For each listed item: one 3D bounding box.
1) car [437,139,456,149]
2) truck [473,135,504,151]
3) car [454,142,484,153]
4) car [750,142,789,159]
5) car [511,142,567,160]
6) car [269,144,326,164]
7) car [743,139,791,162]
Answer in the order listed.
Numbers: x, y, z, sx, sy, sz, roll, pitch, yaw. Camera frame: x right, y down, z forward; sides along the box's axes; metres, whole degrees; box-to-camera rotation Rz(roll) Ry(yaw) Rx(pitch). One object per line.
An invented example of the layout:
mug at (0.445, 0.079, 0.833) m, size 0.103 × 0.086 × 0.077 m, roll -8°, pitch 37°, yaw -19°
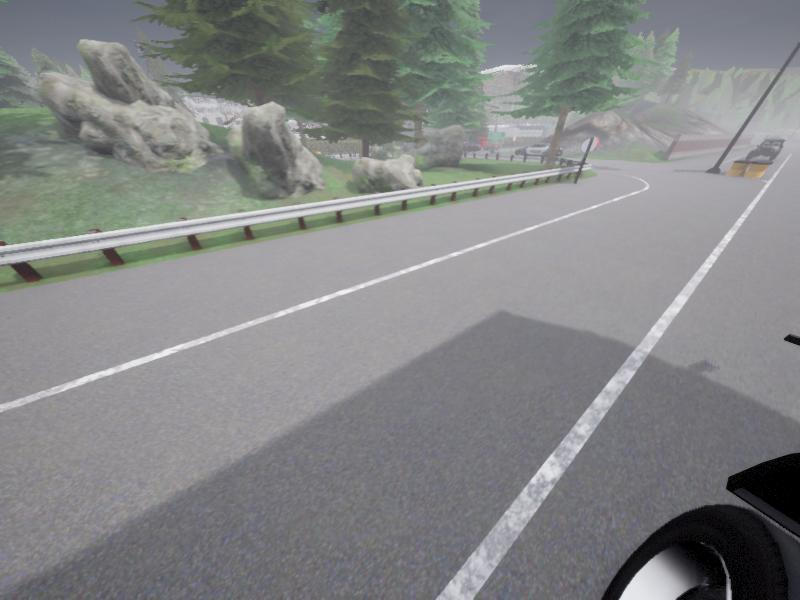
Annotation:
car at (10.695, -35.812, 52.986) m, size 3.866 × 1.878 × 1.905 m, roll -23°, pitch 41°, yaw -28°
truck at (17.464, -31.009, 45.602) m, size 5.204 × 2.467 × 2.627 m, roll -19°, pitch 39°, yaw -25°
car at (11.670, -25.870, 39.167) m, size 4.792 × 1.488 × 2.163 m, roll -21°, pitch 40°, yaw -28°
car at (44.468, -18.047, 27.811) m, size 3.705 × 1.549 × 1.789 m, roll -22°, pitch 41°, yaw -28°
car at (15.855, -17.321, 26.681) m, size 2.038 × 1.542 × 4.974 m, roll -22°, pitch 41°, yaw -28°
car at (-11.453, -16.542, 26.079) m, size 5.366 × 1.575 × 1.801 m, roll -22°, pitch 41°, yaw -28°
car at (39.636, -16.220, 24.964) m, size 3.866 × 1.878 × 1.905 m, roll -22°, pitch 41°, yaw -28°
